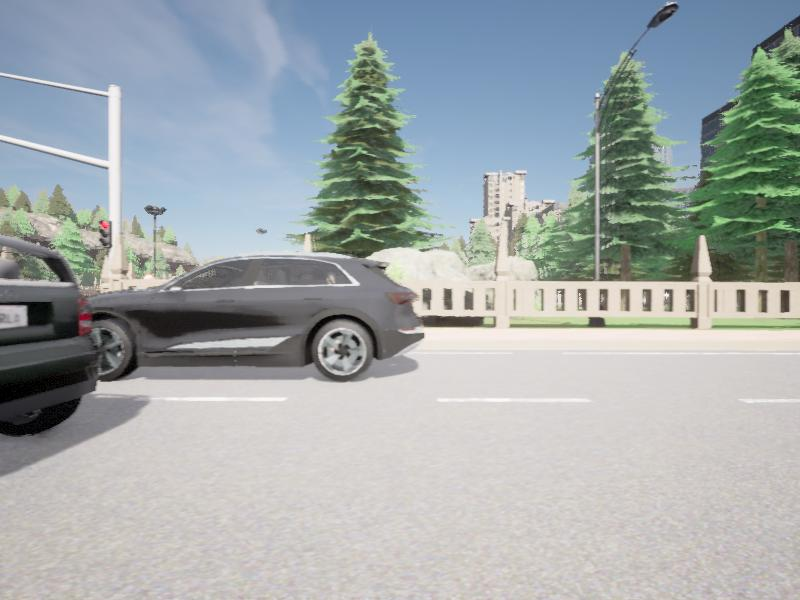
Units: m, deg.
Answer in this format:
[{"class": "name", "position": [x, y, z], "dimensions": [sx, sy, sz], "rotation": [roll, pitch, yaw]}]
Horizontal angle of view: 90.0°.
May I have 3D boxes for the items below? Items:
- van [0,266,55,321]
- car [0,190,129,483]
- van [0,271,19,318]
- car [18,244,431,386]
[{"class": "van", "position": [-19.483, -0.306, 18.481], "dimensions": [1.988, 2.561, 5.915], "rotation": [0, 0, 1]}, {"class": "car", "position": [-3.973, 0.203, 2.230], "dimensions": [3.705, 1.549, 1.789], "rotation": [0, 0, 0]}, {"class": "van", "position": [-22.966, -0.311, 20.061], "dimensions": [1.988, 2.561, 5.915], "rotation": [0, 0, 1]}, {"class": "car", "position": [-2.063, 0.174, 5.718], "dimensions": [4.856, 1.649, 2.033], "rotation": [0, 0, 0]}]
